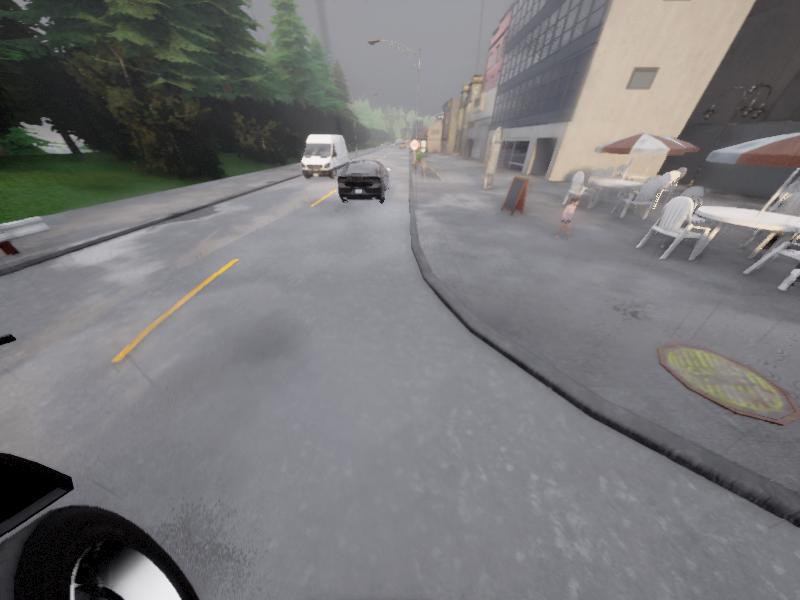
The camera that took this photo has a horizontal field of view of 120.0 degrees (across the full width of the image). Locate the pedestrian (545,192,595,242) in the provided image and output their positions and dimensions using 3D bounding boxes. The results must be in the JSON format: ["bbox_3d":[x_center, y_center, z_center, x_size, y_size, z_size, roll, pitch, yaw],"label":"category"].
[{"bbox_3d":[4.366,-2.149,5.996,0.500,1.100,0.500,-8,36,-12],"label":"pedestrian"}]

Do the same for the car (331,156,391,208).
[{"bbox_3d":[-1.544,-5.808,11.017,1.882,1.535,5.008,2,35,1],"label":"car"}]

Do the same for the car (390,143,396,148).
[{"bbox_3d":[-2.544,-57.102,85.289,2.152,1.651,5.027,2,35,1],"label":"car"}]

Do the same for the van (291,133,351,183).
[{"bbox_3d":[-5.269,-10.327,16.601,1.988,2.561,5.915,2,35,1],"label":"van"}]
